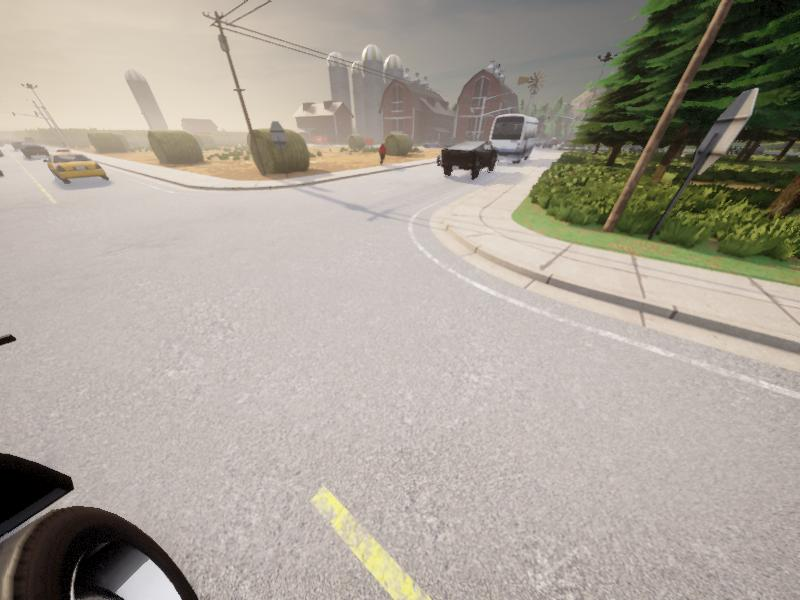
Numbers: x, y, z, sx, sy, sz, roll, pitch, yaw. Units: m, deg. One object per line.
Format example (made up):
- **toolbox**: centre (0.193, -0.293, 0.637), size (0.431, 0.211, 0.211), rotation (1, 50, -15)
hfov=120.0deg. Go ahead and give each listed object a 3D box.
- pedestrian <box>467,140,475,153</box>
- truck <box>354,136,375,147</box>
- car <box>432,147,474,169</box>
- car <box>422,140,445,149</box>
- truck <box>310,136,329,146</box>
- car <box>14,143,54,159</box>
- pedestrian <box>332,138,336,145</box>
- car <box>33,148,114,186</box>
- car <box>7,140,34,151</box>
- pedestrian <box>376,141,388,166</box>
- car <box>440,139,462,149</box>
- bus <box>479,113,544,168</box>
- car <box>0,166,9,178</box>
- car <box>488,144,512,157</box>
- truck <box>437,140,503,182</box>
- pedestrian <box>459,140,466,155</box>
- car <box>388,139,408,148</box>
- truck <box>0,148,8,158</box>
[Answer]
- **pedestrian**: centre (11.679, -25.301, 38.045), size (0.751, 1.860, 0.751), rotation (17, 38, 22)
- **truck**: centre (-9.684, -43.396, 63.285), size (5.204, 2.467, 2.627), rotation (19, 39, 25)
- **car**: centre (5.213, -13.772, 22.242), size (2.128, 1.511, 4.902), rotation (20, 40, 26)
- **car**: centre (7.923, -36.876, 54.874), size (4.856, 1.649, 2.033), rotation (19, 39, 25)
- **truck**: centre (-25.940, -51.462, 74.610), size (5.204, 2.467, 2.627), rotation (19, 39, 25)
- **car**: centre (-44.259, -18.080, 27.928), size (4.892, 1.490, 1.837), rotation (22, 40, 28)
- **pedestrian**: centre (-22.105, -53.232, 77.378), size (0.751, 1.860, 0.751), rotation (20, 40, 25)
- **car**: centre (-19.703, -8.123, 13.914), size (5.366, 1.575, 1.801), rotation (22, 41, 28)
- **car**: centre (-68.378, -27.860, 41.615), size (4.892, 1.490, 1.837), rotation (22, 41, 28)
- **pedestrian**: centre (-1.571, -12.894, 20.337), size (0.751, 1.860, 0.751), rotation (9, 36, 12)
- **car**: centre (12.306, -37.779, 56.003), size (4.605, 1.855, 1.932), rotation (19, 39, 25)
- **bus**: centre (12.912, -18.242, 26.294), size (3.944, 4.253, 10.273), rotation (20, 41, 26)
- **car**: centre (-27.491, -8.797, 14.788), size (3.988, 1.617, 1.851), rotation (22, 40, 27)
- **car**: centre (15.419, -23.084, 35.537), size (2.128, 1.511, 4.902), rotation (20, 40, 26)
- **truck**: centre (5.185, -10.197, 16.661), size (2.390, 2.098, 6.274), rotation (20, 40, 26)
- **pedestrian**: centre (9.397, -23.029, 34.805), size (0.751, 1.860, 0.751), rotation (12, 37, 17)
- **car**: centre (-0.485, -39.881, 58.967), size (4.553, 1.767, 2.097), rotation (19, 39, 25)
- **truck**: centre (-50.692, -18.615, 27.789), size (5.204, 2.467, 2.627), rotation (22, 41, 28)
